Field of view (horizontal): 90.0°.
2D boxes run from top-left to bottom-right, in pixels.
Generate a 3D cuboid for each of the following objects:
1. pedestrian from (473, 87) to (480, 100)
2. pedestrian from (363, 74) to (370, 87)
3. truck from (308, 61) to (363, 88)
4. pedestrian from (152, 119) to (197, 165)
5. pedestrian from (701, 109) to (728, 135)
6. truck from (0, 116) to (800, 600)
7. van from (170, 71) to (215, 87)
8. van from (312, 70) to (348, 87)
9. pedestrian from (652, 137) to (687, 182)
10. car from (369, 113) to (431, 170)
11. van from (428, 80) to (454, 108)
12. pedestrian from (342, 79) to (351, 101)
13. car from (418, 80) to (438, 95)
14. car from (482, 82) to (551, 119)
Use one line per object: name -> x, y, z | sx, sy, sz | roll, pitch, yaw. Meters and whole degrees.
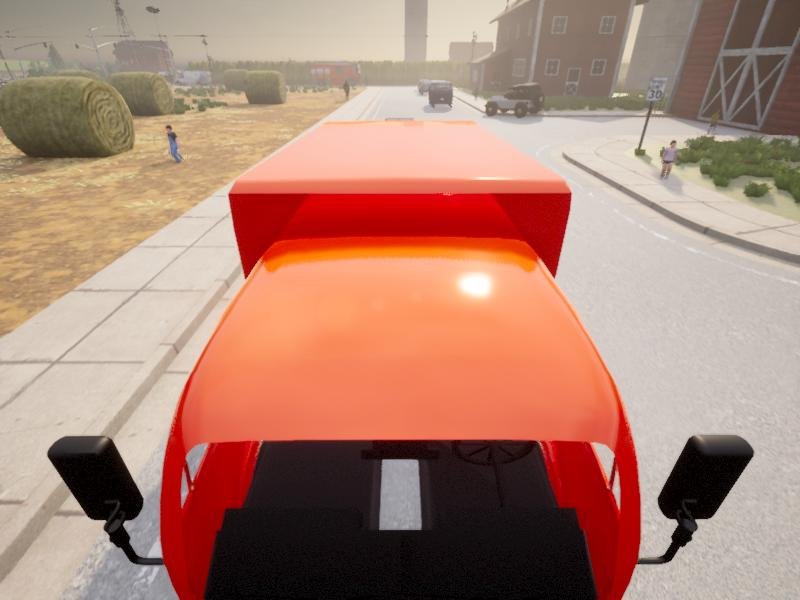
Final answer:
pedestrian -> 7.601, -20.544, 39.764 | 0.500, 1.100, 0.500 | -5, 31, -8
pedestrian -> -5.314, -35.052, 63.902 | 0.751, 1.860, 0.751 | 8, 31, 14
truck -> -10.802, -38.213, 67.745 | 8.468, 3.827, 2.891 | 0, 30, 1
pedestrian -> -7.636, -5.365, 13.573 | 0.751, 1.300, 0.751 | 15, 34, 25
pedestrian -> 15.143, -8.580, 19.276 | 0.500, 1.100, 0.500 | -1, 30, -2
truck -> -0.001, -0.032, 3.621 | 2.627, 2.467, 5.204 | 0, 30, 0
van -> -36.943, -39.580, 71.483 | 6.366, 2.431, 2.351 | 1, 30, 1
van -> -12.421, -39.440, 71.123 | 5.915, 2.561, 1.988 | 0, 30, 1
pedestrian -> 7.701, -4.022, 11.460 | 0.500, 1.100, 0.500 | 13, 33, 20
car -> -0.003, -6.102, 15.111 | 1.994, 1.385, 4.181 | 0, 30, 0
van -> 3.500, -17.992, 34.865 | 1.775, 1.987, 4.442 | 0, 30, 0
pedestrian -> -5.025, -19.836, 37.806 | 0.751, 1.860, 0.751 | -3, 30, -5
car -> 3.501, -27.088, 50.950 | 2.163, 1.488, 4.792 | 0, 30, 0
car -> 7.663, -13.345, 26.683 | 1.905, 1.878, 3.866 | -30, 40, -32
